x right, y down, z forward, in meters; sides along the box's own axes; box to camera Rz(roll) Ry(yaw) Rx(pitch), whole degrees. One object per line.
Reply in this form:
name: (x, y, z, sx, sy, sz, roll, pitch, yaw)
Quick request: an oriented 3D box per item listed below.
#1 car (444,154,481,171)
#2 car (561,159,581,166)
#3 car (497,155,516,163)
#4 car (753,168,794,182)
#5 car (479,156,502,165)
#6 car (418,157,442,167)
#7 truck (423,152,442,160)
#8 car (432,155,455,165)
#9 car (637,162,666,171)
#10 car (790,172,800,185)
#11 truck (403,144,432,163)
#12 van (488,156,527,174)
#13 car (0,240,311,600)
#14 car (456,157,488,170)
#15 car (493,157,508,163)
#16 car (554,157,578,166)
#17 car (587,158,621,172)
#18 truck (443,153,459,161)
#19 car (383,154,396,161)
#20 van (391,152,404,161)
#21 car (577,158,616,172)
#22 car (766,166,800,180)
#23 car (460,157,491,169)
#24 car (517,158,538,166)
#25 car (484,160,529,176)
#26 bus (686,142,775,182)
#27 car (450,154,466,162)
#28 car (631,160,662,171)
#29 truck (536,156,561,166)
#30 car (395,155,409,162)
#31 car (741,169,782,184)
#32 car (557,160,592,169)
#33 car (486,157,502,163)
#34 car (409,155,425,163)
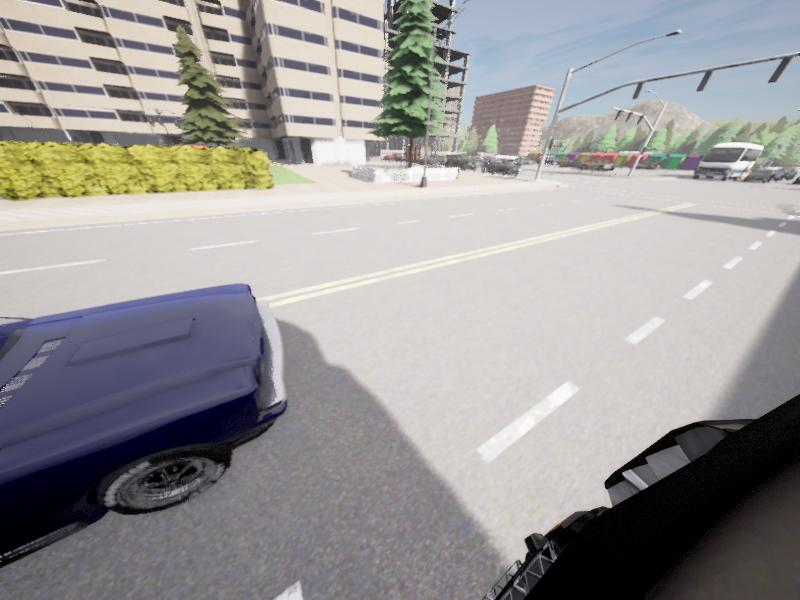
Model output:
car: (9.578, -21.554, 36.159, 2.150, 2.045, 5.566, -16, 37, -26)
car: (47.991, -38.637, 64.813, 1.784, 1.438, 3.905, -16, 37, -26)
car: (33.106, -43.923, 71.930, 1.932, 1.855, 4.605, -16, 37, -26)
car: (54.059, -18.078, 33.407, 4.902, 1.511, 2.128, -15, 36, -25)
car: (22.795, -35.319, 58.376, 2.242, 1.667, 4.611, -16, 37, -26)
car: (5.411, -25.239, 42.249, 1.812, 1.442, 4.674, -16, 37, -26)
truck: (11.467, -51.181, 82.155, 6.274, 2.098, 2.390, -17, 37, -26)
car: (9.950, -32.268, 53.229, 2.152, 1.651, 5.027, -16, 37, -26)
car: (56.768, -30.250, 52.253, 1.970, 1.475, 3.806, -16, 37, -26)
car: (51.597, -15.297, 28.833, 4.856, 1.649, 2.033, -16, 37, -24)
truck: (4.403, -38.487, 60.587, 2.891, 3.827, 8.468, -16, 37, -26)
van: (15.450, -19.739, 33.626, 2.069, 2.038, 4.480, -16, 37, -26)
car: (-3.281, 0.893, 1.343, 4.718, 1.301, 1.895, -16, 37, -26)
car: (11.956, -22.888, 38.695, 2.242, 1.667, 4.611, -17, 37, -26)
car: (30.805, -43.044, 70.843, 1.784, 1.438, 3.905, -16, 37, -26)
car: (45.460, -38.113, 63.488, 1.932, 1.855, 4.605, -16, 37, -26)
car: (37.314, -24.751, 42.330, 1.905, 1.878, 3.866, -16, 37, -26)
truck: (15.242, -42.742, 69.065, 2.069, 2.038, 4.478, -16, 37, -26)
car: (-3.030, -40.715, 65.952, 1.970, 1.475, 3.806, -16, 37, -26)
van: (-0.756, -42.569, 68.392, 1.775, 1.987, 4.442, -16, 37, -26)
car: (34.784, -24.048, 41.112, 1.932, 1.855, 4.605, -16, 37, -26)
car: (60.909, -20.082, 36.566, 4.553, 1.767, 2.097, -15, 36, -25)
car: (13.617, -25.051, 42.165, 1.930, 1.638, 5.238, -16, 37, -26)
car: (30.887, -33.598, 56.219, 1.970, 1.475, 3.806, -16, 37, -26)
car: (13.777, -17.343, 30.311, 2.128, 1.511, 4.902, -16, 37, -26)
bus: (45.245, -18.898, 31.699, 10.273, 4.253, 3.944, -16, 37, -25)
car: (17.708, -43.428, 70.424, 1.932, 1.855, 4.605, -16, 37, -26)
car: (54.265, -29.725, 50.875, 1.905, 1.878, 3.866, -16, 37, -26)
truck: (38.385, -36.089, 59.829, 2.069, 2.038, 4.478, -16, 37, -26)
car: (0.479, -37.391, 60.952, 1.970, 1.475, 3.806, -16, 37, -26)
car: (46.989, -16.142, 30.048, 4.892, 1.490, 1.837, -16, 37, -25)
car: (36.426, -28.326, 48.276, 2.033, 1.415, 5.357, -16, 37, -26)
car: (28.301, -42.287, 69.604, 1.970, 1.475, 3.806, -16, 37, -26)
car: (4.147, -33.953, 55.704, 1.970, 1.475, 3.806, -16, 37, -26)
